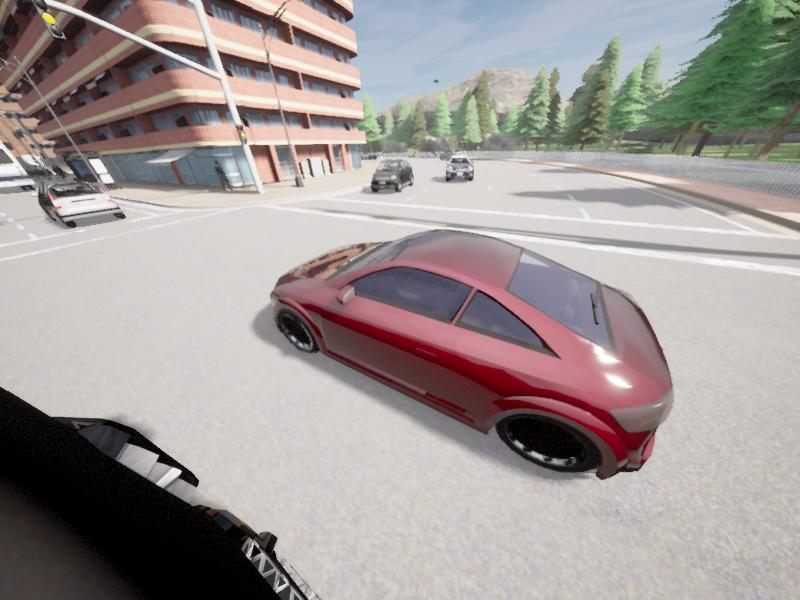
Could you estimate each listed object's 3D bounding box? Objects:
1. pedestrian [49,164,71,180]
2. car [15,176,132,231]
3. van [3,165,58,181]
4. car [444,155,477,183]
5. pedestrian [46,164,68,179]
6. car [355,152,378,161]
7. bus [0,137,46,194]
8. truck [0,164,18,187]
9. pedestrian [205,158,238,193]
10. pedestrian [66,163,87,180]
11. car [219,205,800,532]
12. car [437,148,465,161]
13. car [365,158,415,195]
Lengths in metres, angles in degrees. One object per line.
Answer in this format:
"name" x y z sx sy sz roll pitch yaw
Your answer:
"pedestrian" -45.776 -17.213 31.146 0.751 1.860 0.751 15 37 25
"car" -14.117 -4.308 10.018 3.988 1.617 1.851 16 38 26
"van" -62.696 -21.738 39.350 1.775 1.987 4.442 16 38 26
"car" 4.233 -9.507 16.650 1.970 1.475 3.806 3 34 9
"pedestrian" -49.430 -18.454 33.274 0.751 1.860 0.751 8 35 15
"car" -7.371 -31.882 51.242 4.974 1.542 2.038 23 41 33
"bus" -40.657 -13.003 22.579 10.273 4.253 3.944 16 38 26
"truck" -52.241 -16.323 28.774 8.468 3.827 2.891 17 38 27
"pedestrian" -11.240 -7.827 14.595 0.751 1.860 0.751 11 36 19
"pedestrian" -42.346 -16.760 30.227 0.751 1.860 0.751 17 38 26
"car" 0.297 -0.053 2.775 4.181 1.385 1.994 16 38 26
"car" 8.423 -24.181 38.388 2.242 1.667 4.611 -14 35 -17
"car" -0.414 -7.481 13.832 1.789 1.549 3.705 8 35 16
